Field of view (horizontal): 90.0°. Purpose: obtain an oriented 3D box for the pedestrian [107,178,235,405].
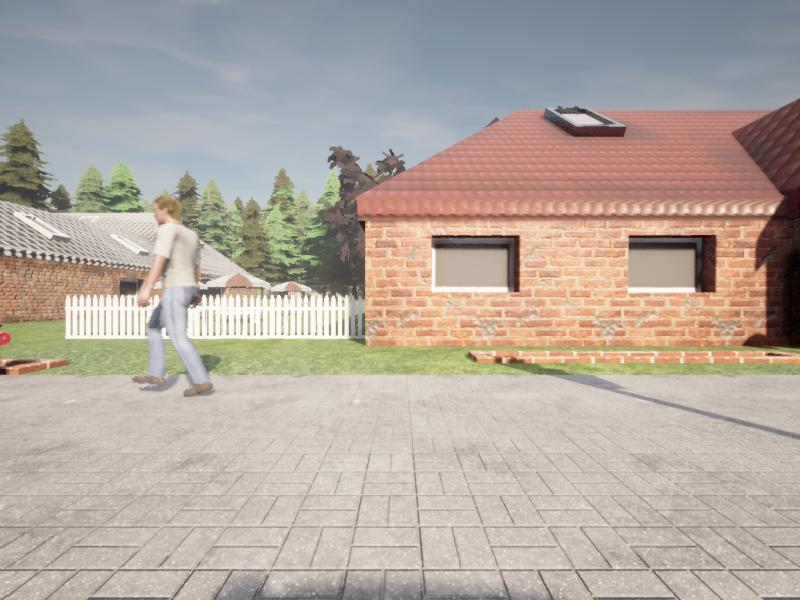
[{"bbox_3d":[-2.038,-0.067,3.663,0.751,1.860,0.751,0,0,-1],"label":"pedestrian"}]
